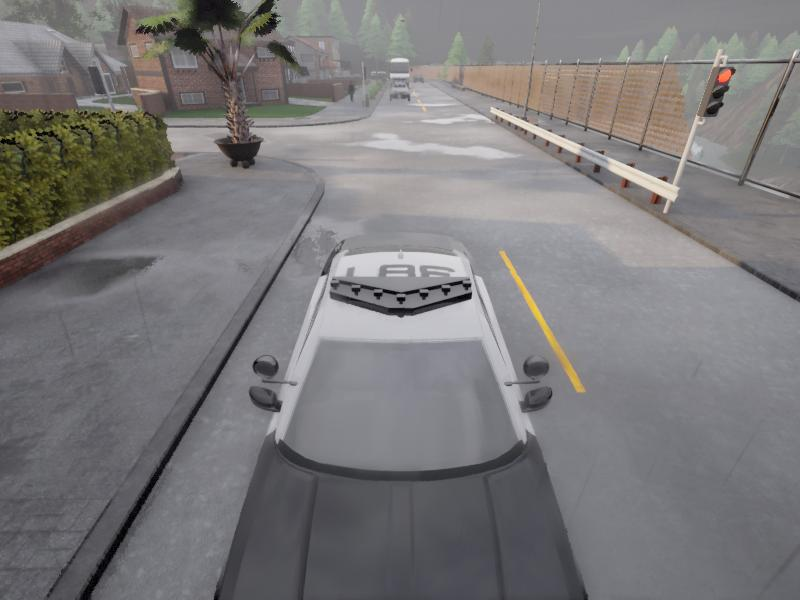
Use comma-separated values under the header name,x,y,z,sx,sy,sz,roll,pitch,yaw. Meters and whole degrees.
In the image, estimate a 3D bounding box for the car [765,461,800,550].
name,x,y,z,sx,sy,sz,roll,pitch,yaw
car,4.002,2.216,0.623,2.152,1.651,5.027,0,30,0

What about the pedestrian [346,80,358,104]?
name,x,y,z,sx,sy,sz,roll,pitch,yaw
pedestrian,-4.338,-18.772,36.093,0.751,1.860,0.751,4,31,8

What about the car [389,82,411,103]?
name,x,y,z,sx,sy,sz,roll,pitch,yaw
car,-0.011,-21.038,40.470,2.152,1.651,5.027,0,30,0

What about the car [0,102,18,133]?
name,x,y,z,sx,sy,sz,roll,pitch,yaw
car,-23.180,-9.460,20.859,4.181,1.385,1.994,0,30,0

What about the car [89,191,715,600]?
name,x,y,z,sx,sy,sz,roll,pitch,yaw
car,0.007,0.626,3.353,1.930,1.638,5.238,0,31,0

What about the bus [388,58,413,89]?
name,x,y,z,sx,sy,sz,roll,pitch,yaw
bus,0.096,-38.674,68.078,3.944,4.253,10.273,0,31,0
